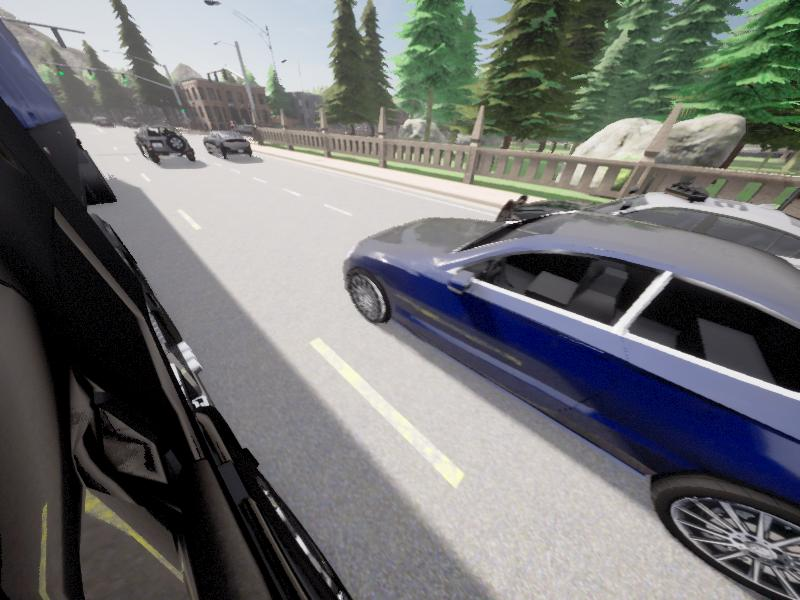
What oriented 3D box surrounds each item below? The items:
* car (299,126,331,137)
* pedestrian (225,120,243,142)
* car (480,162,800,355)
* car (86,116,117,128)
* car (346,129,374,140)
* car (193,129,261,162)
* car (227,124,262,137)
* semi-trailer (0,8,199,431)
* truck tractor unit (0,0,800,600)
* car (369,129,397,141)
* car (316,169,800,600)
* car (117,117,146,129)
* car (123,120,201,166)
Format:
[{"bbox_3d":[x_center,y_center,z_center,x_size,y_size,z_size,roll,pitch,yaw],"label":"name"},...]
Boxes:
[{"bbox_3d":[-16.019,-31.998,43.945,1.801,1.575,5.366,30,45,32],"label":"car"},{"bbox_3d":[-17.713,-18.014,24.659,0.751,1.860,0.751,15,38,15],"label":"pedestrian"},{"bbox_3d":[4.494,-1.189,4.173,5.238,1.638,1.930,30,45,32],"label":"car"},{"bbox_3d":[-55.020,-32.821,42.543,4.792,1.488,2.163,23,41,25],"label":"car"},{"bbox_3d":[-7.421,-31.099,43.390,1.837,1.490,4.892,30,45,32],"label":"car"},{"bbox_3d":[-12.075,-10.853,16.071,4.902,1.511,2.128,30,45,31],"label":"car"},{"bbox_3d":[-24.462,-26.720,36.434,1.970,1.475,3.806,30,45,31],"label":"car"},{"bbox_3d":[-8.535,-3.720,4.370,14.254,4.402,2.717,30,45,31],"label":"semi-trailer"},{"bbox_3d":[-2.645,-0.295,0.351,6.516,4.208,3.053,28,44,30],"label":"truck tractor unit"},{"bbox_3d":[-3.065,-30.758,43.101,1.930,1.638,5.238,30,45,32],"label":"car"},{"bbox_3d":[1.583,-0.028,2.449,5.027,1.651,2.152,30,45,32],"label":"car"},{"bbox_3d":[-50.477,-33.330,43.441,4.611,1.667,2.242,25,42,27],"label":"car"},{"bbox_3d":[-13.918,-9.248,13.499,4.605,1.855,1.932,29,44,31],"label":"car"}]
